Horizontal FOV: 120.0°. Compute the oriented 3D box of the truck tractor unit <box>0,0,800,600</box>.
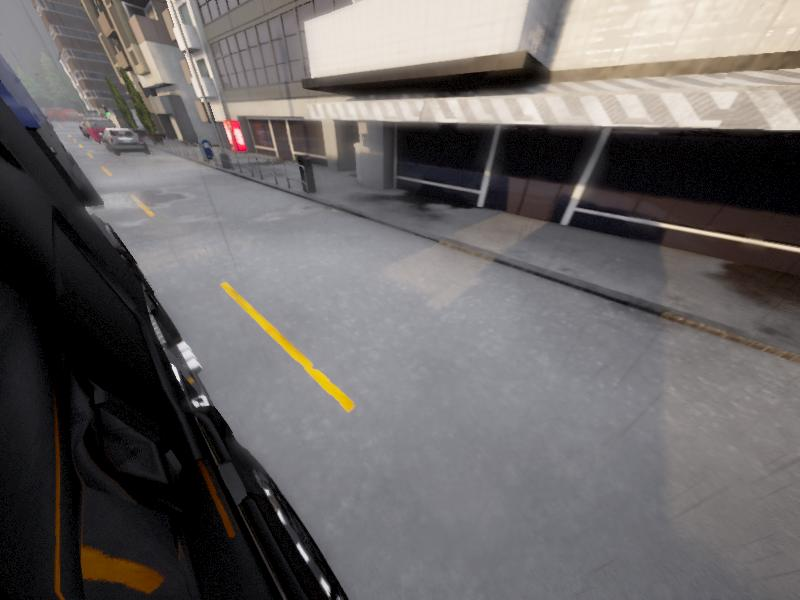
[{"bbox_3d":[-2.645,-0.295,0.351,6.516,4.208,3.053,28,44,30],"label":"truck tractor unit"}]

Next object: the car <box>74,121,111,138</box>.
[{"bbox_3d":[-36.330,-20.125,27.316,3.806,1.475,1.970,28,43,30],"label":"car"}]

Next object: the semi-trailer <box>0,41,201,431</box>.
[{"bbox_3d":[-8.702,-3.590,4.243,14.254,4.402,2.717,28,43,30],"label":"semi-trailer"}]

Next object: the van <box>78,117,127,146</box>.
[{"bbox_3d":[-27.735,-15.781,21.560,4.442,1.987,1.775,28,43,30],"label":"van"}]

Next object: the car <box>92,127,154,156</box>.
[{"bbox_3d":[-19.789,-11.365,16.518,3.806,1.475,1.970,28,43,30],"label":"car"}]
